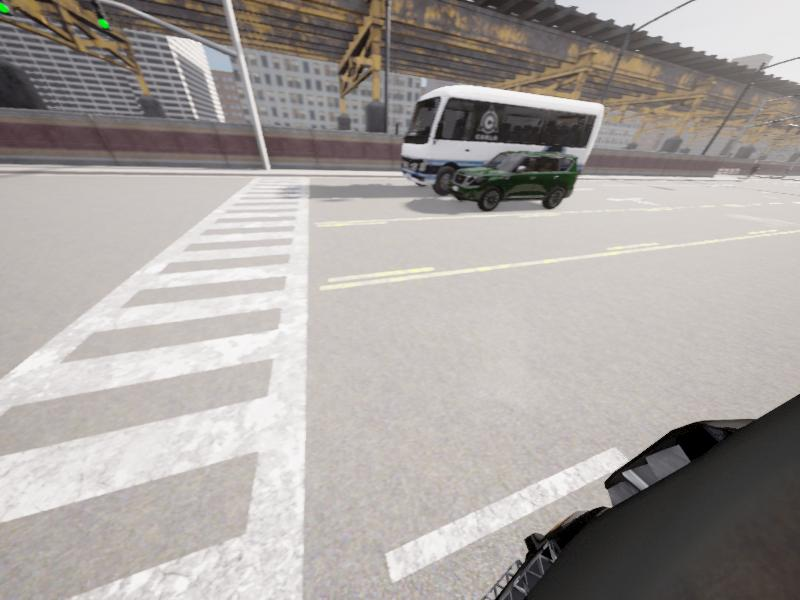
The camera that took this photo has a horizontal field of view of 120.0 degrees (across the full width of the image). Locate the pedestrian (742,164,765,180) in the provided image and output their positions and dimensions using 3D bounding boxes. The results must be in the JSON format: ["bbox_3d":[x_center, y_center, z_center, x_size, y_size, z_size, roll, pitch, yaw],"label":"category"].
[{"bbox_3d":[49.401,-17.929,32.306,0.751,1.860,0.751,-8,36,-16],"label":"pedestrian"}]

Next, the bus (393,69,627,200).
[{"bbox_3d":[5.179,-8.122,12.252,10.273,4.253,3.944,-8,36,-16],"label":"bus"}]

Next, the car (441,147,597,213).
[{"bbox_3d":[4.891,-5.158,9.881,5.566,2.045,2.150,-8,36,-17],"label":"car"}]
